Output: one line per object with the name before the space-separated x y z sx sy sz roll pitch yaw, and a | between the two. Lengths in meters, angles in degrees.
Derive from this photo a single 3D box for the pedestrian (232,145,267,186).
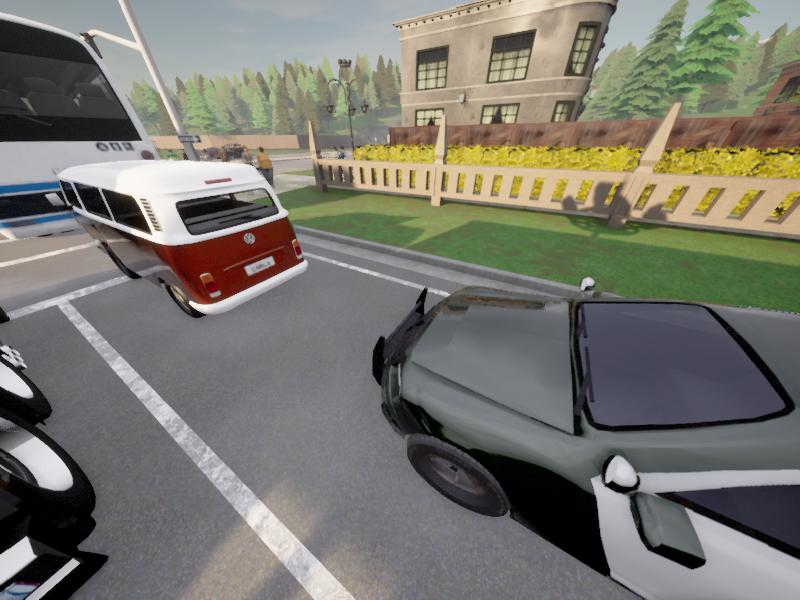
pedestrian | -8.126 -7.300 12.531 0.751 1.860 0.751 19 39 25

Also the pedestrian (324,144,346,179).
pedestrian | -4.205 -9.026 15.047 0.751 1.860 0.751 21 40 27

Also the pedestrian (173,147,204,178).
pedestrian | -15.275 -9.982 16.766 0.751 1.860 0.751 14 37 20

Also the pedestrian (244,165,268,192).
pedestrian | -7.037 -5.976 11.353 0.500 1.100 0.500 11 36 15

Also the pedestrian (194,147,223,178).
pedestrian | -13.882 -9.995 16.799 0.751 1.860 0.751 16 38 21

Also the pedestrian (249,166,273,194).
pedestrian | -6.608 -5.734 11.004 0.500 1.100 0.500 16 38 22

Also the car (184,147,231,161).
car | -27.334 -20.944 32.998 1.812 1.442 4.674 18 39 25

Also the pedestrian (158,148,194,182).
pedestrian | -14.566 -8.804 15.070 0.751 1.860 0.751 13 37 18

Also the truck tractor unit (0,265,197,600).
truck tractor unit | -5.113 -0.298 0.779 6.516 4.208 3.053 18 39 24

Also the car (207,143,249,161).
car | -23.768 -20.658 32.170 1.905 1.878 3.866 18 39 25

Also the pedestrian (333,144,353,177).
pedestrian | -3.817 -9.410 15.596 0.751 1.860 0.751 19 39 26

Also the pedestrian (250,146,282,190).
pedestrian | -6.729 -6.646 11.648 0.751 1.860 0.751 -24 42 -30

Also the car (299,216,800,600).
car | 2.106 0.843 1.430 4.974 1.542 2.038 18 39 24

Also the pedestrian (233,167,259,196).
pedestrian | -6.967 -5.378 10.496 0.500 1.100 0.500 -5 35 -7

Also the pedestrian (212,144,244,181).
pedestrian | -10.589 -8.467 14.244 0.751 1.860 0.751 21 40 28

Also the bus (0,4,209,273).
bus | -11.418 -4.922 7.426 10.273 4.253 3.944 23 41 30

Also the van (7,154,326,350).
van | -3.918 -1.327 4.144 4.480 2.038 2.069 18 39 24
